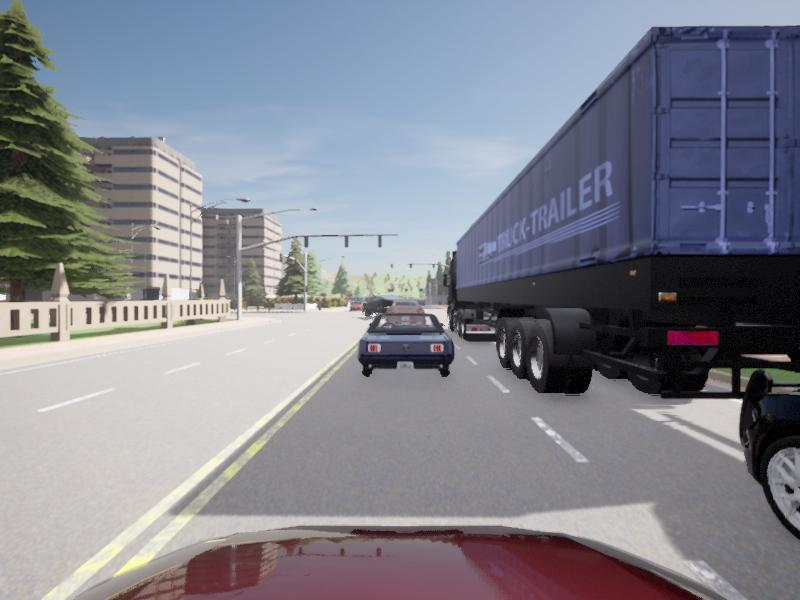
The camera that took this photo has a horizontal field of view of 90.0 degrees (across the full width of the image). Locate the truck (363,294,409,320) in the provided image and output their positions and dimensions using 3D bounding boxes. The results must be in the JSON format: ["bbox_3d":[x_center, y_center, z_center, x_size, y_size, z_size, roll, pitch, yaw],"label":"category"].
[{"bbox_3d":[-1.406,0.581,36.069,2.390,2.098,6.274,1,0,-20],"label":"truck"}]

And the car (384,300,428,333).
[{"bbox_3d":[0.317,0.805,22.187,2.152,1.651,5.027,0,0,1],"label":"car"}]

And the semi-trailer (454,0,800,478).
[{"bbox_3d":[3.659,-0.606,10.674,2.717,4.402,14.254,0,0,1],"label":"semi-trailer"}]

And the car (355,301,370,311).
[{"bbox_3d":[-6.066,0.898,65.490,2.038,1.542,4.974,0,0,1],"label":"car"}]

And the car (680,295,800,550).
[{"bbox_3d":[3.512,0.783,1.063,1.930,1.638,5.238,0,0,1],"label":"car"}]

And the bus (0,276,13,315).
[{"bbox_3d":[-49.477,-0.488,43.864,10.273,4.253,3.944,0,0,1],"label":"bus"}]

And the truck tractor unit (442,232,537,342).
[{"bbox_3d":[3.765,-0.504,18.583,3.053,4.208,6.516,0,0,1],"label":"truck tractor unit"}]

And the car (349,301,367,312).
[{"bbox_3d":[-6.218,0.893,59.256,2.007,1.525,4.514,0,0,3],"label":"car"}]

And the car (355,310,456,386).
[{"bbox_3d":[0.143,0.955,9.866,1.895,1.301,4.718,0,0,1],"label":"car"}]
